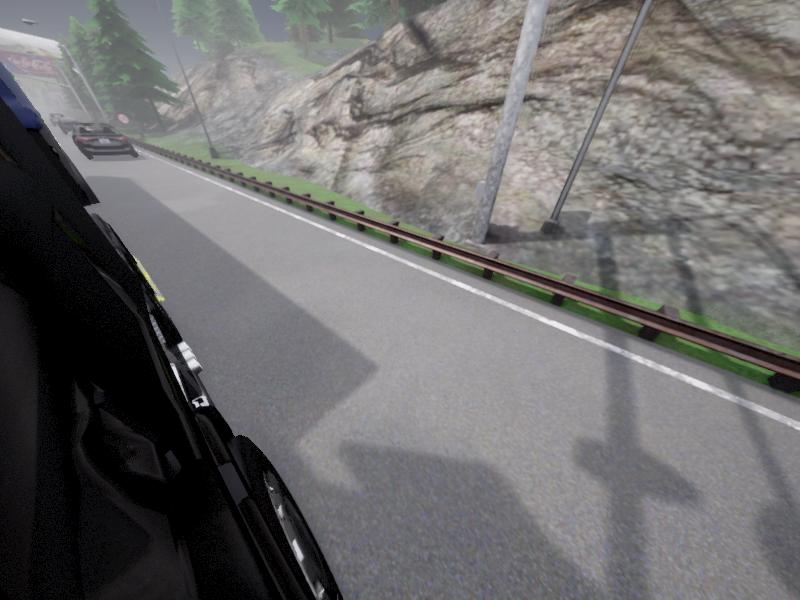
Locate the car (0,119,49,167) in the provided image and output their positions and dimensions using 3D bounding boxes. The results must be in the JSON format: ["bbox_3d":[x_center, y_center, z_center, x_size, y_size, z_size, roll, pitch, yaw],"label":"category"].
[{"bbox_3d":[-19.965,-7.946,11.535,4.856,1.649,2.033,28,43,29],"label":"car"}]

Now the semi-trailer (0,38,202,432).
[{"bbox_3d":[-8.730,-3.594,4.180,14.254,4.402,2.717,28,43,29],"label":"semi-trailer"}]

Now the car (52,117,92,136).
[{"bbox_3d":[-36.379,-19.262,25.605,4.892,1.490,1.837,28,43,29],"label":"car"}]

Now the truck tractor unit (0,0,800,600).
[{"bbox_3d":[-2.645,-0.295,0.352,6.516,4.208,3.053,28,44,30],"label":"truck tractor unit"}]

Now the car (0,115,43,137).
[{"bbox_3d":[-37.215,-16.992,22.508,4.902,1.511,2.128,28,43,29],"label":"car"}]

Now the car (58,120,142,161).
[{"bbox_3d":[-18.222,-9.762,14.041,4.611,1.667,2.242,28,44,29],"label":"car"}]
